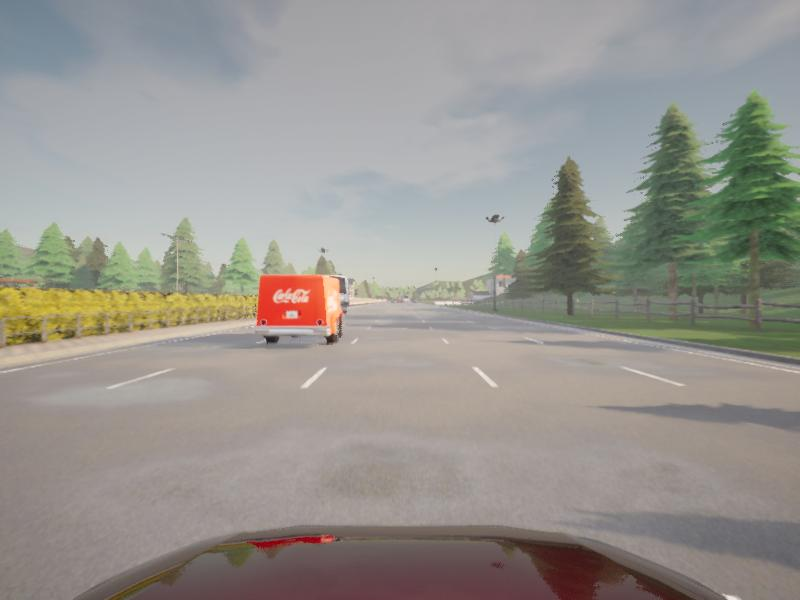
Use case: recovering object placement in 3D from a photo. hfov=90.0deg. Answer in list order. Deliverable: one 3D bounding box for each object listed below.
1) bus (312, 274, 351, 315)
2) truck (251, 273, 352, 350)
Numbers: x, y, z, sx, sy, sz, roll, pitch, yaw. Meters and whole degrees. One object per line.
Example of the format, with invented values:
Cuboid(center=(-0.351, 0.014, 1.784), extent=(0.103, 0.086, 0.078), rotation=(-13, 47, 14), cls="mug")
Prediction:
Cuboid(center=(-8.059, -0.534, 47.826), extent=(3.944, 4.253, 10.273), rotation=(2, 0, -9), cls="bus")
Cuboid(center=(-3.503, 0.361, 15.495), extent=(2.627, 2.467, 5.204), rotation=(0, 0, 0), cls="truck")
